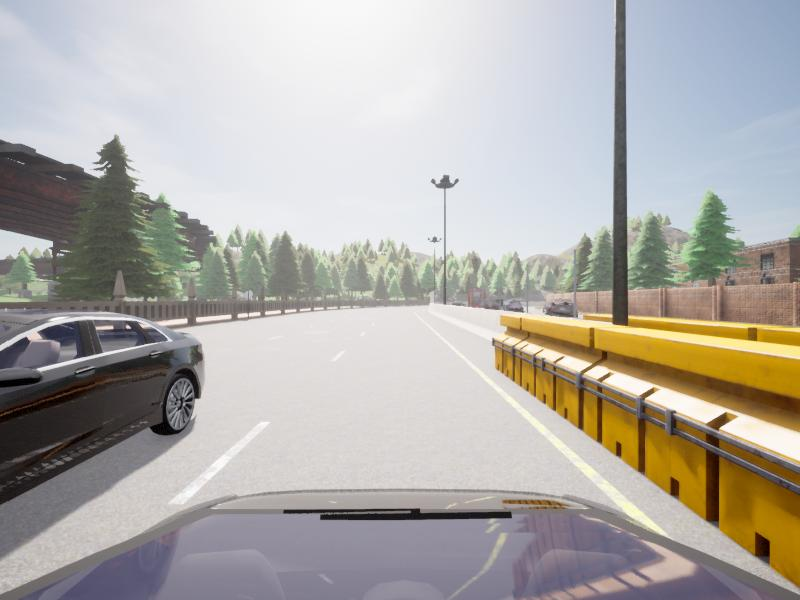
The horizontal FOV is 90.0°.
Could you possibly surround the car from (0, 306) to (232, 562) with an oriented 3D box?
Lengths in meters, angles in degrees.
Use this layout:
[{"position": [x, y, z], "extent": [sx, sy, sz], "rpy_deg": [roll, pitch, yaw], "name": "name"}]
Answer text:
[{"position": [-3.500, 0.837, 3.363], "extent": [2.128, 1.511, 4.902], "rpy_deg": [0, 0, 0], "name": "car"}]
